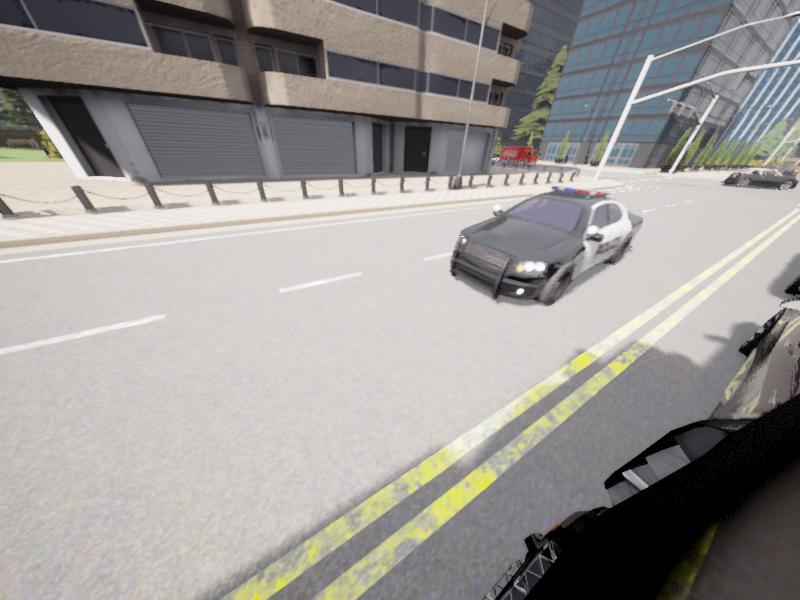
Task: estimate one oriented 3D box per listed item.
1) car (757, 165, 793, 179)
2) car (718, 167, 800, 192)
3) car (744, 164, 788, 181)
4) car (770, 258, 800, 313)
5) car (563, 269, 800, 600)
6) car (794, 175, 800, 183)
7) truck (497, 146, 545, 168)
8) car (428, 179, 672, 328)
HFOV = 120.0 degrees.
[{"bbox_3d":[52.840,-18.044,32.546,3.633,1.501,1.845,-16,38,-26],"label":"car"},{"bbox_3d":[31.525,-10.587,20.141,3.806,1.475,1.970,16,36,19],"label":"car"},{"bbox_3d":[46.544,-16.231,29.378,4.856,1.649,2.033,-16,38,-26],"label":"car"},{"bbox_3d":[9.211,-0.612,4.153,4.718,1.301,1.895,-16,38,-26],"label":"car"},{"bbox_3d":[3.700,0.931,1.354,4.792,1.488,2.163,-16,38,-26],"label":"car"},{"bbox_3d":[49.803,-14.930,27.655,3.988,1.617,1.851,-16,38,-26],"label":"car"},{"bbox_3d":[17.434,-20.861,33.646,2.627,2.467,5.204,-16,38,-26],"label":"truck"},{"bbox_3d":[3.214,-1.454,4.833,4.974,1.542,2.038,-20,40,-30],"label":"car"}]
